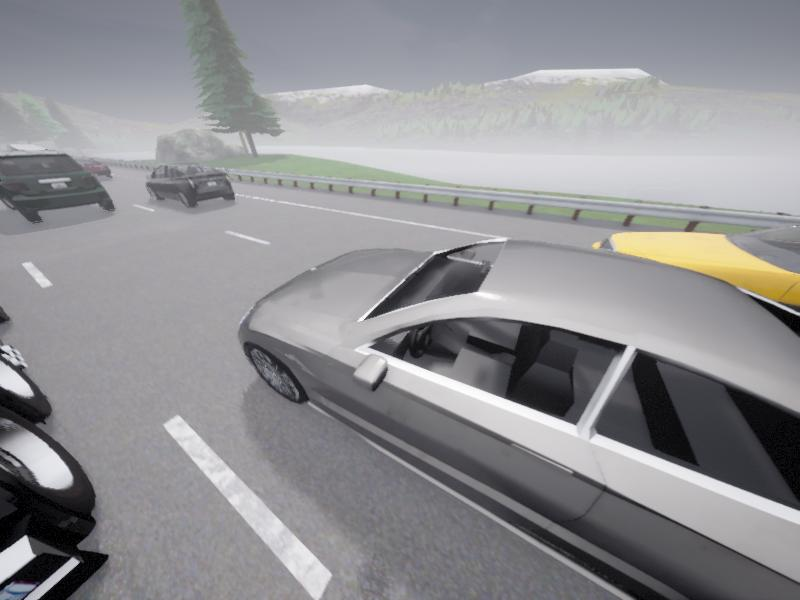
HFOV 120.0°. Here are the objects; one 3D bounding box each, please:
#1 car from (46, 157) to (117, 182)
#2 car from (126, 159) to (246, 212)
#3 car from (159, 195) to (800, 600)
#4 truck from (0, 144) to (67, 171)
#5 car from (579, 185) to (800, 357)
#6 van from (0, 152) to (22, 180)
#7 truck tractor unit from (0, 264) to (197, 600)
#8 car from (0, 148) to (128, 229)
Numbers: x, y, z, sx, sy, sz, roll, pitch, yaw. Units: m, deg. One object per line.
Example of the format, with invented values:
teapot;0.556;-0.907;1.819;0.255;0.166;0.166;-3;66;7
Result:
car;-23.397;-9.661;16.979;4.718;1.301;1.895;18;39;24
car;-9.428;-5.211;10.249;4.514;1.525;2.007;18;39;24
car;0.817;0.390;2.017;5.027;1.651;2.152;18;39;24
truck;-37.063;-14.435;23.267;6.274;2.098;2.390;18;39;24
car;5.852;-0.263;2.946;5.366;1.575;1.801;18;39;24
van;-31.075;-10.155;17.111;4.480;2.038;2.069;18;39;24
truck tractor unit;-5.118;-0.292;0.781;6.516;4.208;3.053;18;39;24
car;-13.464;-4.426;8.708;5.566;2.045;2.150;18;39;24
